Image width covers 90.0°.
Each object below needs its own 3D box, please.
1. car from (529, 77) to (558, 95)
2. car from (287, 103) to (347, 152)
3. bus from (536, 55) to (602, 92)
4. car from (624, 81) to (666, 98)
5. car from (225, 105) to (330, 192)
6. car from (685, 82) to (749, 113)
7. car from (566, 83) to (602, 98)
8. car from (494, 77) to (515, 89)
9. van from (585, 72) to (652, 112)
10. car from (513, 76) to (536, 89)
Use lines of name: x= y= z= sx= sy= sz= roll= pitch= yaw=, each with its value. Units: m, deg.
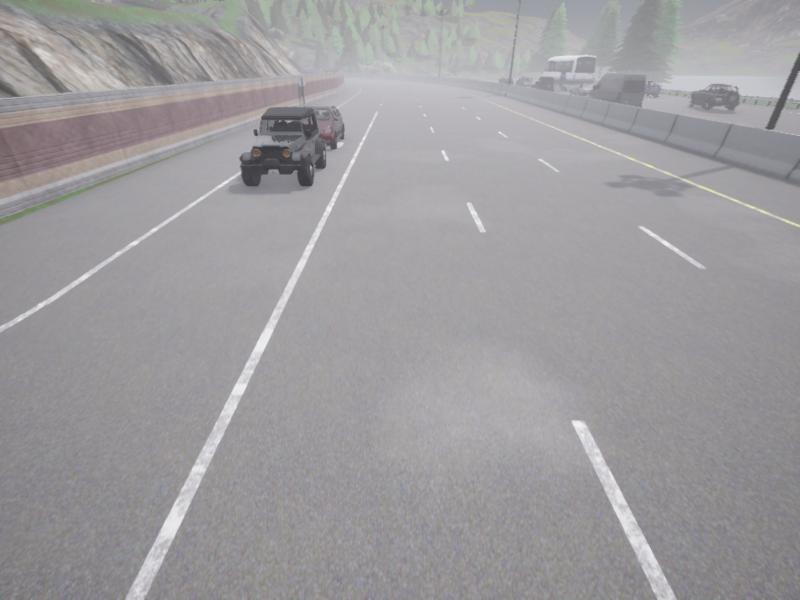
car: x=17.475 y=-26.219 z=48.967 sx=1.905 sy=1.878 sz=3.866 roll=-1 pitch=30 yaw=-2
car: x=-3.486 y=-7.615 z=17.467 sx=1.789 sy=1.549 sz=3.705 roll=0 pitch=30 yaw=0
bus: x=23.956 y=-32.654 z=57.628 sx=3.944 sy=4.253 sz=10.273 roll=-3 pitch=30 yaw=-5
car: x=28.019 y=-24.219 z=45.941 sx=2.007 sy=1.525 sz=4.514 roll=0 pitch=30 yaw=0
car: x=-3.489 y=-4.783 z=12.293 sx=1.905 sy=1.878 sz=3.866 roll=0 pitch=30 yaw=0
car: x=25.156 y=-16.291 z=32.032 sx=1.932 sy=1.855 sz=4.605 roll=5 pitch=32 yaw=9
car: x=21.016 y=-24.053 z=45.858 sx=1.895 sy=1.301 sz=4.718 roll=0 pitch=30 yaw=0
car: x=16.488 y=-34.322 z=63.130 sx=1.789 sy=1.549 sz=3.705 roll=-4 pitch=31 yaw=-7
van: x=17.526 y=-17.033 z=32.626 sx=1.988 sy=2.561 sz=5.915 roll=0 pitch=31 yaw=0
car: x=19.898 y=-34.787 z=63.967 sx=1.851 sy=1.617 sz=3.988 roll=-4 pitch=31 yaw=-7
